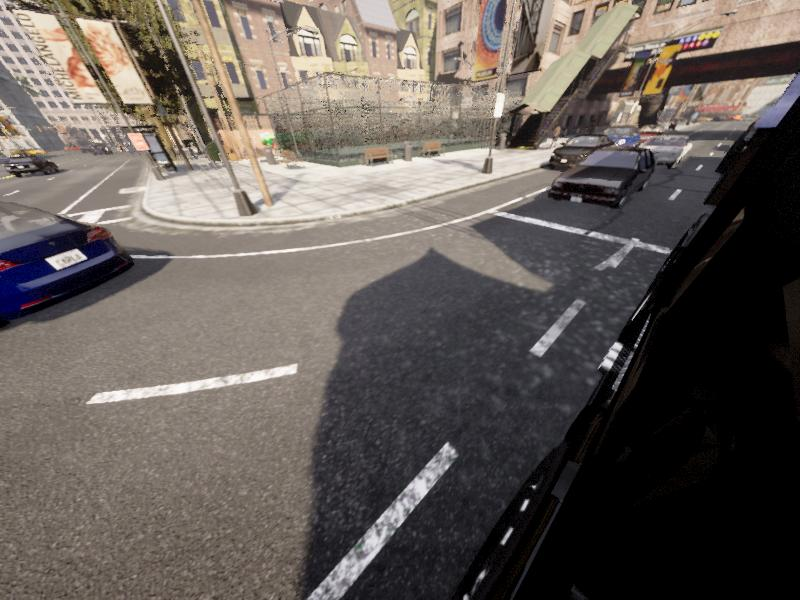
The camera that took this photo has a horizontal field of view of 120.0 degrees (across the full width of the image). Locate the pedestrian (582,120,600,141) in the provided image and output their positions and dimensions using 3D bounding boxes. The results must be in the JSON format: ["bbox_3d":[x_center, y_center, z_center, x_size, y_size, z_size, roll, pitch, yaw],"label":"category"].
[{"bbox_3d":[21.229,-18.861,25.694,0.751,1.860,0.751,-26,43,-28],"label":"pedestrian"}]

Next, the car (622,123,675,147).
[{"bbox_3d":[23.257,-15.463,21.593,4.892,1.521,2.231,-29,44,-30],"label":"car"}]

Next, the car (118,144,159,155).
[{"bbox_3d":[-48.718,-28.115,43.113,5.357,1.411,2.033,2,37,6],"label":"car"}]

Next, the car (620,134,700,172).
[{"bbox_3d":[13.935,-7.961,12.345,4.718,1.301,1.895,-28,44,-30],"label":"car"}]

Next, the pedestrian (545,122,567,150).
[{"bbox_3d":[12.922,-13.571,19.141,0.751,1.860,0.751,-24,42,-26],"label":"pedestrian"}]

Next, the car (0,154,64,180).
[{"bbox_3d":[-32.326,-11.794,20.273,2.033,1.411,5.357,-29,44,-31],"label":"car"}]

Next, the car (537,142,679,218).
[{"bbox_3d":[7.144,-4.331,7.835,5.357,1.411,2.033,-28,44,-30],"label":"car"}]

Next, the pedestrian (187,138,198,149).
[{"bbox_3d":[-44.922,-33.943,49.983,0.751,1.860,0.751,-9,37,-8],"label":"pedestrian"}]

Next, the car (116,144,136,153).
[{"bbox_3d":[-59.378,-32.908,50.112,2.163,1.488,4.792,-29,44,-31],"label":"car"}]

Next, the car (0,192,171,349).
[{"bbox_3d":[-7.322,-0.736,3.859,4.792,1.488,2.163,4,37,9],"label":"car"}]

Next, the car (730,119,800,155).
[{"bbox_3d":[24.171,-10.878,15.317,5.238,1.638,1.930,-28,44,-30],"label":"car"}]

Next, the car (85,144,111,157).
[{"bbox_3d":[-57.657,-28.623,44.155,2.033,1.649,4.856,-29,44,-30],"label":"car"}]

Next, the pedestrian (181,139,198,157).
[{"bbox_3d":[-25.835,-18.688,28.399,0.751,1.860,0.751,-24,42,-26],"label":"pedestrian"}]

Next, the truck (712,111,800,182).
[{"bbox_3d":[16.552,-6.943,10.151,6.274,2.098,2.390,-28,44,-30],"label":"truck"}]

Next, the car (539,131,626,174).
[{"bbox_3d":[10.241,-8.345,12.888,5.008,1.535,2.097,-29,44,-30],"label":"car"}]

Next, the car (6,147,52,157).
[{"bbox_3d":[-85.611,-34.155,53.365,5.366,1.575,1.801,-19,40,-21],"label":"car"}]

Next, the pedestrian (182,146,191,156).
[{"bbox_3d":[-27.951,-19.497,30.248,0.500,1.100,0.500,-23,41,-25],"label":"pedestrian"}]

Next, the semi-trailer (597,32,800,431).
[{"bbox_3d":[8.768,-3.552,4.165,14.254,4.402,2.717,-27,43,-29],"label":"semi-trailer"}]

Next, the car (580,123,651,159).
[{"bbox_3d":[15.034,-11.148,16.127,4.553,1.767,2.185,-29,44,-30],"label":"car"}]

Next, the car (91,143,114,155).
[{"bbox_3d":[-61.811,-31.478,48.010,1.905,1.878,3.866,-29,44,-30],"label":"car"}]

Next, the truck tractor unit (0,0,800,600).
[{"bbox_3d":[2.645,-0.295,0.351,6.516,4.208,3.053,-28,44,-30],"label":"truck tractor unit"}]
